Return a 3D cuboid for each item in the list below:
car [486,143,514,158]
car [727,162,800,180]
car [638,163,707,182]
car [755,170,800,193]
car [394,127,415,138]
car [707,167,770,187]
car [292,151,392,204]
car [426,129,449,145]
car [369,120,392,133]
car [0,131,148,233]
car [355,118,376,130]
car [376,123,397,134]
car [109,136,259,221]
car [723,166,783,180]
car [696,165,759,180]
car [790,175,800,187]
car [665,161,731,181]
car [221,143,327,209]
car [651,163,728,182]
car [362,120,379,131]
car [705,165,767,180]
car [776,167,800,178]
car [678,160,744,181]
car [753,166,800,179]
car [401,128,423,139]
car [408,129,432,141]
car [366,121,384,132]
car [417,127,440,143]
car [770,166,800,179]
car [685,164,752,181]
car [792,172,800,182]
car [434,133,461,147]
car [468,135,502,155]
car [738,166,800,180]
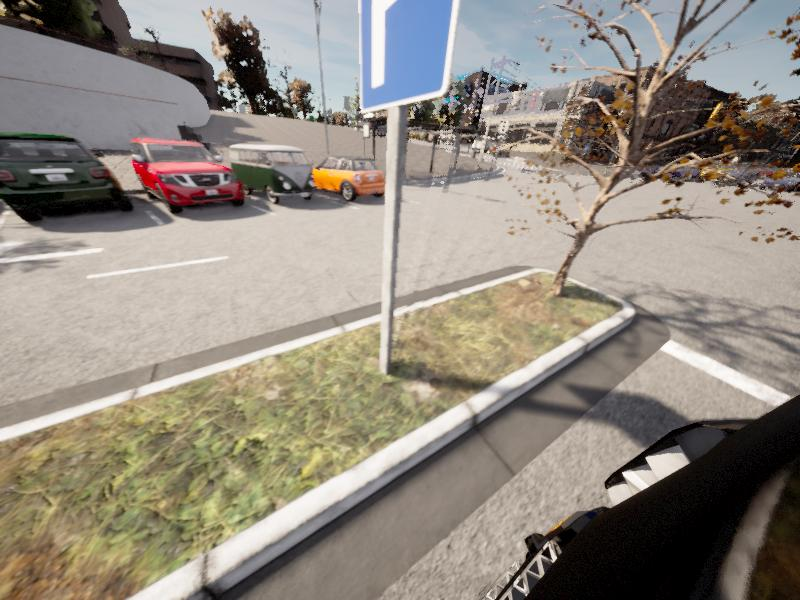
[{"bbox_3d":[14.519,-21.623,33.423,2.002,1.452,4.674,31,42,27],"label":"car"},{"bbox_3d":[55.761,-19.993,35.672,2.435,2.045,5.566,-25,42,-36],"label":"car"},{"bbox_3d":[30.817,-14.627,26.359,4.792,1.488,2.163,29,42,35],"label":"car"},{"bbox_3d":[34.109,-10.502,20.381,4.193,1.474,1.816,-13,37,-22],"label":"car"},{"bbox_3d":[1.081,-37.174,51.260,2.002,1.452,4.674,31,42,27],"label":"car"},{"bbox_3d":[33.552,-12.232,22.909,4.902,1.511,2.128,-13,37,-22],"label":"car"},{"bbox_3d":[-2.829,-6.087,11.223,4.553,1.767,2.185,26,40,32],"label":"car"},{"bbox_3d":[7.026,-30.420,43.091,1.878,1.987,4.442,32,42,27],"label":"car"},{"bbox_3d":[-4.938,-44.276,58.945,2.435,2.045,5.566,31,42,26],"label":"car"},{"bbox_3d":[-10.695,-3.991,7.263,5.566,2.045,2.435,26,40,31],"label":"car"},{"bbox_3d":[-9.550,-49.276,64.884,2.435,2.045,5.566,27,39,30],"label":"car"},{"bbox_3d":[-3.313,-42.445,57.269,1.946,1.575,5.366,31,42,27],"label":"car"},{"bbox_3d":[-8.046,-4.721,8.555,5.566,2.045,2.435,26,39,32],"label":"car"},{"bbox_3d":[52.933,-19.211,34.823,2.002,1.452,4.674,-26,42,-36],"label":"car"},{"bbox_3d":[44.599,-17.521,31.693,2.002,1.452,4.674,-26,43,-36],"label":"car"},{"bbox_3d":[45.313,-12.977,24.879,4.792,1.488,2.163,-12,36,-20],"label":"car"},{"bbox_3d":[36.314,-15.902,28.375,2.185,1.767,4.553,-27,43,-37],"label":"car"},{"bbox_3d":[-5.375,-5.408,9.831,4.442,1.987,1.878,26,40,32],"label":"car"},{"bbox_3d":[33.721,-15.101,27.203,5.366,1.575,1.946,30,42,35],"label":"car"},{"bbox_3d":[-8.002,-47.606,63.002,2.185,1.767,4.553,28,40,28],"label":"car"},{"bbox_3d":[47.371,-18.098,32.756,2.002,1.452,4.674,-26,42,-36],"label":"car"},{"bbox_3d":[72.629,-22.853,41.621,2.231,1.521,4.892,-24,41,-34],"label":"car"},{"bbox_3d":[39.170,-16.528,29.332,1.878,1.987,4.442,-27,43,-37],"label":"car"},{"bbox_3d":[64.147,-21.365,38.782,2.097,1.535,5.008,-24,41,-35],"label":"car"},{"bbox_3d":[2.591,-35.446,49.282,2.002,1.452,4.674,32,42,27],"label":"car"},{"bbox_3d":[4.202,-33.825,47.394,1.946,1.575,5.366,31,42,28],"label":"car"},{"bbox_3d":[-6.504,-45.908,60.997,2.185,1.767,4.553,30,41,27],"label":"car"},{"bbox_3d":[5.530,-32.151,45.076,1.878,1.987,4.442,32,42,27],"label":"car"},{"bbox_3d":[69.808,-22.464,40.608,2.185,1.767,4.553,-24,41,-34],"label":"car"},{"bbox_3d":[41.834,-16.978,30.611,2.231,1.521,4.892,-26,42,-37],"label":"car"},{"bbox_3d":[58.898,-17.508,32.711,5.357,1.411,2.033,-11,36,-19],"label":"car"},{"bbox_3d":[8.552,-28.560,41.320,2.231,1.521,4.892,31,42,28],"label":"car"},{"bbox_3d":[13.074,-23.591,35.247,2.435,2.045,5.566,31,42,28],"label":"car"},{"bbox_3d":[58.528,-20.330,36.830,2.097,1.535,5.008,-25,41,-35],"label":"car"}]
